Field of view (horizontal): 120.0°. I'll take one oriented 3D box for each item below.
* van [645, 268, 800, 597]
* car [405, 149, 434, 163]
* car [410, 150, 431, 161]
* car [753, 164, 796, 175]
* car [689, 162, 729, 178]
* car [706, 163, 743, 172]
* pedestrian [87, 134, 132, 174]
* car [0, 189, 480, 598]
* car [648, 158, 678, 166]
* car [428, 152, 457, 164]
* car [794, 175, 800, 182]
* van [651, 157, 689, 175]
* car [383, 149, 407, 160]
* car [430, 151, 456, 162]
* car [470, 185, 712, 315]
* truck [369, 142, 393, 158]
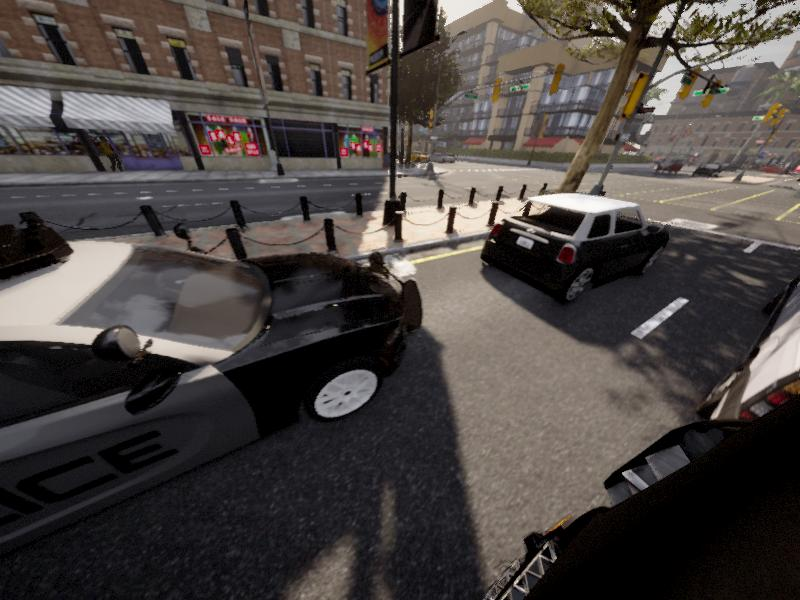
[{"bbox_3d":[5.120,0.085,1.761,5.915,2.561,1.988,-16,38,-26],"label":"van"},{"bbox_3d":[2.939,-22.928,36.789,1.801,1.575,5.366,-17,38,-26],"label":"car"},{"bbox_3d":[3.622,-26.070,41.609,1.970,1.475,3.806,-17,38,-26],"label":"car"},{"bbox_3d":[72.824,-25.481,44.985,1.851,1.617,3.988,7,34,7],"label":"car"},{"bbox_3d":[42.459,-17.917,31.721,5.238,1.638,1.930,-16,38,-26],"label":"car"},{"bbox_3d":[63.769,-26.076,45.417,5.357,1.411,2.033,-8,35,-14],"label":"car"},{"bbox_3d":[-16.782,-8.437,13.395,0.751,1.860,0.751,-16,38,-25],"label":"pedestrian"},{"bbox_3d":[-2.184,0.342,1.729,5.238,1.638,1.930,-16,38,-26],"label":"car"},{"bbox_3d":[70.243,-36.837,61.774,1.837,1.490,4.892,-16,38,-25],"label":"car"},{"bbox_3d":[6.811,-22.866,37.193,1.895,1.301,4.718,-17,38,-26],"label":"car"},{"bbox_3d":[53.358,-15.964,29.504,5.027,1.651,2.152,-16,38,-26],"label":"car"},{"bbox_3d":[38.655,-19.194,33.079,4.442,1.987,1.775,-16,38,-26],"label":"van"},{"bbox_3d":[-0.938,-25.897,41.067,3.806,1.475,1.970,27,41,32],"label":"car"},{"bbox_3d":[7.696,-25.931,41.638,1.837,1.490,4.892,-16,38,-26],"label":"car"},{"bbox_3d":[3.717,-1.320,4.722,3.806,1.475,1.970,-15,37,-24],"label":"car"},{"bbox_3d":[-3.900,-30.012,46.126,2.627,2.467,5.204,-17,38,-26],"label":"truck"}]
